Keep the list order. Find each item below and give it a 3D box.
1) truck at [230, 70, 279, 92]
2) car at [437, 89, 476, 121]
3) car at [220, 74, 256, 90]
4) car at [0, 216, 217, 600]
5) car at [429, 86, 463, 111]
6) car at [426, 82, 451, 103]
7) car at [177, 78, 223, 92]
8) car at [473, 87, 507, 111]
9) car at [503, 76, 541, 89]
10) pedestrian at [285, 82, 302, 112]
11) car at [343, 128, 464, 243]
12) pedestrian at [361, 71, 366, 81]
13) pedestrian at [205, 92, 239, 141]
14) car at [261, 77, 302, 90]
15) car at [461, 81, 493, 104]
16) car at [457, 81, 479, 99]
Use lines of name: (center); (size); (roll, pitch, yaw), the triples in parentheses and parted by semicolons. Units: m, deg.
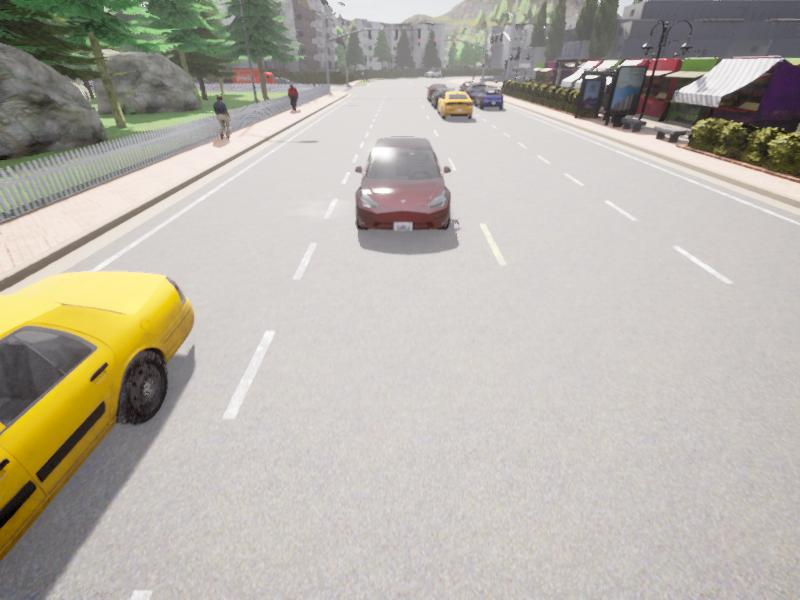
truck: (-18.990, -28.775, 52.487); (5.204, 2.467, 2.627); (1, 30, 1)
car: (3.655, -13.067, 26.698); (1.882, 1.535, 5.008); (0, 30, 0)
car: (-22.508, -30.349, 55.732); (3.866, 1.878, 1.905); (1, 30, 1)
car: (-3.348, 1.117, 2.496); (1.801, 1.575, 5.366); (1, 30, 2)
car: (3.642, -16.446, 32.507); (2.163, 1.488, 4.792); (0, 30, 0)
car: (3.647, -19.933, 38.388); (1.882, 1.535, 5.008); (0, 30, 0)
car: (-26.345, -28.462, 52.905); (4.892, 1.490, 1.837); (1, 30, 1)
car: (7.129, -16.189, 32.080); (1.816, 1.474, 4.193); (0, 30, 0)
car: (18.566, -33.205, 60.923); (5.027, 1.651, 2.152); (2, 30, 3)
pedestrian: (-7.367, -14.049, 27.687); (0.751, 1.860, 0.751); (0, 30, 0)
car: (0.067, -2.974, 9.564); (2.163, 1.488, 4.792); (0, 30, 0)
pedestrian: (-7.493, -45.628, 81.450); (0.751, 1.860, 0.751); (7, 31, 11)
pedestrian: (-7.631, -7.886, 17.193); (0.751, 1.860, 0.751); (1, 30, 2)
car: (-16.436, -30.097, 55.688); (4.902, 1.511, 2.128); (1, 30, 1)
car: (7.145, -19.563, 37.675); (2.033, 1.649, 4.856); (0, 31, 0)
car: (7.260, -22.570, 42.891); (1.845, 1.501, 3.633); (2, 30, 3)
